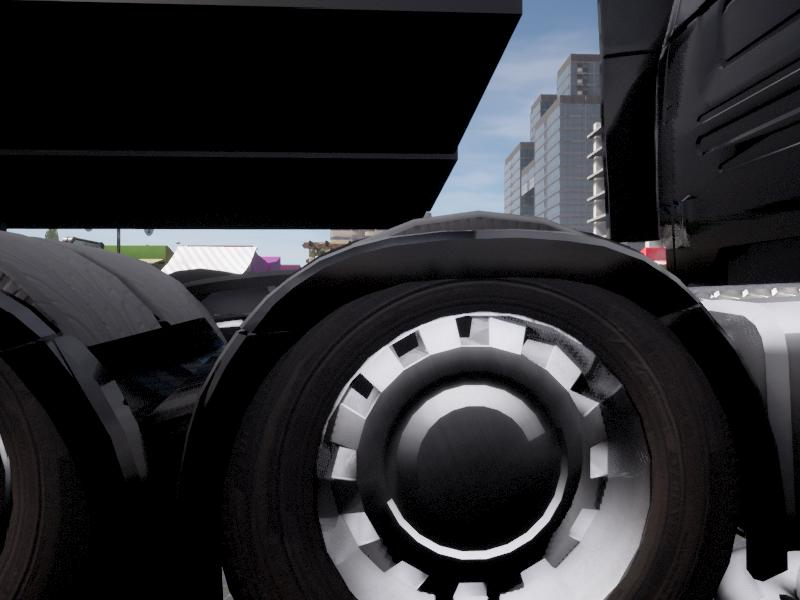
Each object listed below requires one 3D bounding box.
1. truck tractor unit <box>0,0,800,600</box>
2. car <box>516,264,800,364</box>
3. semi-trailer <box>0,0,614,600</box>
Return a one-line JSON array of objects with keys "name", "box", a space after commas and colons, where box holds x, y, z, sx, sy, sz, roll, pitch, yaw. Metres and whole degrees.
[{"name": "truck tractor unit", "box": [1.105, -1.116, 2.103, 6.516, 4.208, 3.053, 0, 0, -3]}, {"name": "car", "box": [4.960, 0.223, 7.633, 5.008, 1.535, 1.882, 0, 0, -13]}, {"name": "semi-trailer", "box": [-6.799, -1.218, 1.762, 14.254, 4.402, 2.717, 0, 0, -2]}]
